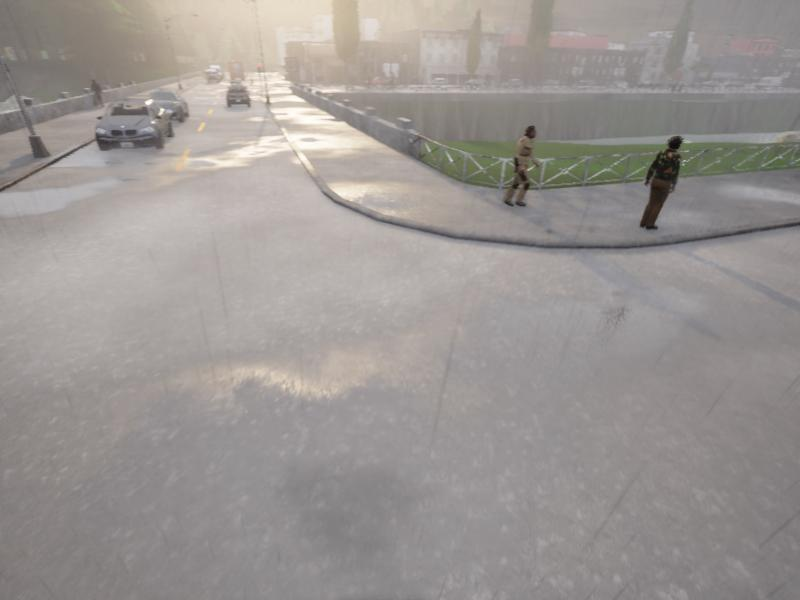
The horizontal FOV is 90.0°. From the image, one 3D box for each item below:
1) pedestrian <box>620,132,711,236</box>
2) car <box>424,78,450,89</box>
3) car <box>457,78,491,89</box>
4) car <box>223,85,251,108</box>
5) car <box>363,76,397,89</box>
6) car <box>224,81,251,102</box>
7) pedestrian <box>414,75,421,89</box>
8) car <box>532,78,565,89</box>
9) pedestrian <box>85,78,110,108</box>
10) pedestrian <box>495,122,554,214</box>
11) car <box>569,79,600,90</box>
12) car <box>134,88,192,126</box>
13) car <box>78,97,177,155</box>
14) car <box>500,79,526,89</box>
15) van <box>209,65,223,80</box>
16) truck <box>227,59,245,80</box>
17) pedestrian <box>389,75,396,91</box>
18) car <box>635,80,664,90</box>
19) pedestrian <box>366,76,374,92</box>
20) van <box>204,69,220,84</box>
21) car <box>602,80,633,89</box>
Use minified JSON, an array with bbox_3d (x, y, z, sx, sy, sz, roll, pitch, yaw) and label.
[{"bbox_3d":[5.360,-2.371,8.174,0.751,1.860,0.751,-11,32,-20],"label":"pedestrian"},{"bbox_3d":[6.136,-35.850,66.268,3.806,1.475,1.970,-9,32,-17],"label":"car"},{"bbox_3d":[12.594,-36.964,68.243,5.238,1.638,1.930,-9,32,-17],"label":"car"},{"bbox_3d":[-13.319,-16.728,32.797,1.816,1.474,4.193,-9,32,-17],"label":"car"},{"bbox_3d":[-3.174,-34.410,63.324,5.027,1.651,2.152,-9,32,-17],"label":"car"},{"bbox_3d":[-15.499,-19.924,38.144,2.038,1.542,4.974,-9,32,-17],"label":"car"},{"bbox_3d":[2.742,-34.880,64.056,0.751,1.860,0.751,-18,35,-29],"label":"pedestrian"},{"bbox_3d":[27.012,-39.291,72.745,5.238,1.638,1.930,-9,32,-17],"label":"car"},{"bbox_3d":[-21.474,-14.707,28.405,0.751,1.860,0.751,-9,32,-17],"label":"pedestrian"},{"bbox_3d":[2.865,-3.072,9.305,0.751,1.860,0.751,25,38,35],"label":"pedestrian"},{"bbox_3d":[34.638,-40.525,75.125,4.856,1.649,2.033,-9,32,-17],"label":"car"},{"bbox_3d":[-13.928,-11.594,23.823,2.033,1.649,4.856,-9,32,-17],"label":"car"},{"bbox_3d":[-11.011,-7.369,16.641,2.242,1.667,4.611,-9,32,-17],"label":"car"},{"bbox_3d":[19.933,-38.067,70.583,3.806,1.475,1.970,-9,32,-17],"label":"car"},{"bbox_3d":[-37.683,-46.534,81.934,1.988,2.561,5.915,-9,32,-17],"label":"van"},{"bbox_3d":[-34.916,-49.178,85.323,2.891,3.827,8.468,-9,32,-17],"label":"truck"},{"bbox_3d":[-1.038,-29.615,54.688,0.751,1.860,0.751,-11,33,-20],"label":"pedestrian"},{"bbox_3d":[49.802,-42.926,79.888,5.008,1.535,1.882,-9,32,-17],"label":"car"},{"bbox_3d":[-3.862,-27.701,51.314,0.751,1.860,0.751,-9,32,-17],"label":"pedestrian"},{"bbox_3d":[-32.263,-38.421,68.759,2.069,2.038,4.480,-9,32,-17],"label":"van"},{"bbox_3d":[42.155,-41.715,77.487,4.974,1.542,2.038,-9,32,-17],"label":"car"}]
